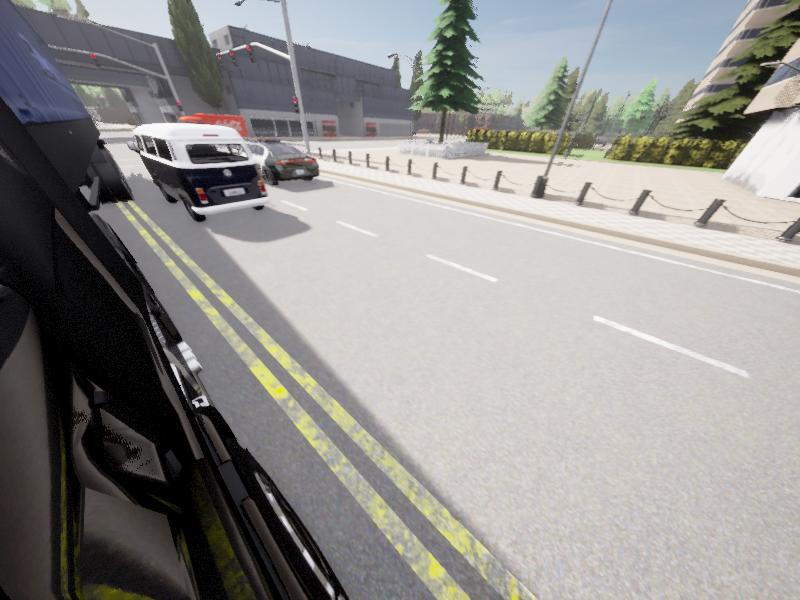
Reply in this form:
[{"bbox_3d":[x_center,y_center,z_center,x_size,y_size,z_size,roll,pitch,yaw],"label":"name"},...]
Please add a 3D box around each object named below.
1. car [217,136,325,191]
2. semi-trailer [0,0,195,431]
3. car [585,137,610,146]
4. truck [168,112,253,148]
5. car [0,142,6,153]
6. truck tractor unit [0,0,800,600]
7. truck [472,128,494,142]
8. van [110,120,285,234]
[{"bbox_3d":[-5.881,-6.364,10.470,4.974,1.542,2.038,28,44,30],"label":"car"},{"bbox_3d":[-8.344,-3.823,4.549,2.717,4.402,14.254,-30,48,-35],"label":"semi-trailer"},{"bbox_3d":[52.583,-42.432,61.672,4.611,1.667,2.242,28,44,30],"label":"car"},{"bbox_3d":[-17.695,-16.131,21.994,2.627,2.467,5.204,28,43,29],"label":"truck"},{"bbox_3d":[-26.995,-9.254,12.991,2.242,1.667,4.611,28,44,29],"label":"car"},{"bbox_3d":[-2.645,-0.295,0.351,6.516,4.208,3.053,28,44,30],"label":"truck tractor unit"},{"bbox_3d":[19.348,-38.622,53.951,2.627,2.467,5.204,28,44,30],"label":"truck"},{"bbox_3d":[-5.671,-3.711,6.535,4.480,2.038,2.069,28,44,30],"label":"van"}]
